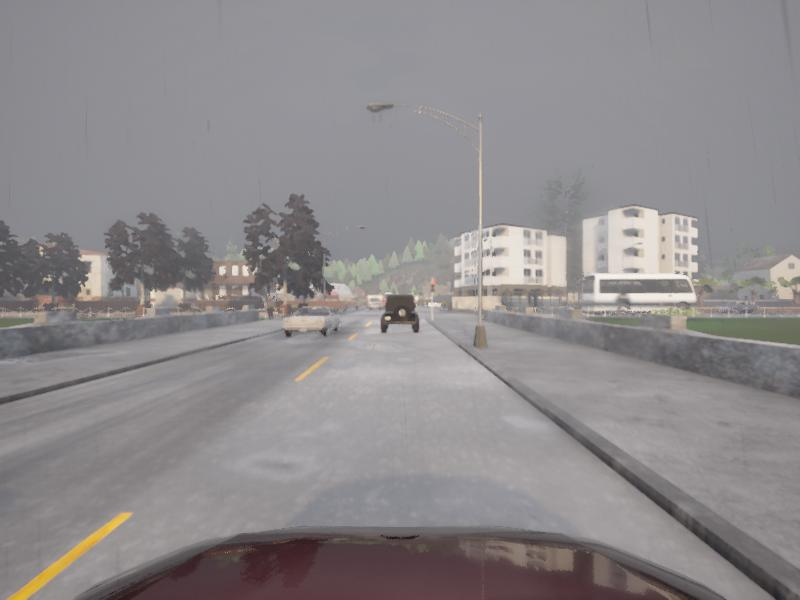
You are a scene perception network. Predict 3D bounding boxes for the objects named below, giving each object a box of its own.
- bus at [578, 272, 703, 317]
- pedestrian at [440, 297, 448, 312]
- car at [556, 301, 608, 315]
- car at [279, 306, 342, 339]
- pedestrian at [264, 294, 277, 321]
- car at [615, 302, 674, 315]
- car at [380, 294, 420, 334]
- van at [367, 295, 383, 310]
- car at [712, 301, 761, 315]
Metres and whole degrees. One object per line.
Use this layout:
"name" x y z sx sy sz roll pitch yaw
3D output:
"bus" 24.149 -0.528 40.730 10.273 4.253 3.944 0 0 2
"pedestrian" 5.540 0.531 50.404 0.751 1.860 0.751 0 0 39
"car" 20.153 0.850 44.402 4.892 1.490 1.837 0 0 1
"car" -4.000 0.946 18.767 1.895 1.301 4.718 0 0 0
"pedestrian" -9.131 0.537 28.224 0.751 1.860 0.751 0 0 -1
"car" 27.162 0.901 44.517 5.357 1.411 2.033 0 0 0
"car" 0.003 0.649 20.579 1.905 1.878 3.866 0 0 0
"van" -4.001 0.387 65.192 2.351 2.431 6.366 0 0 0
"car" 37.374 0.859 44.512 3.806 1.475 1.970 0 0 0
